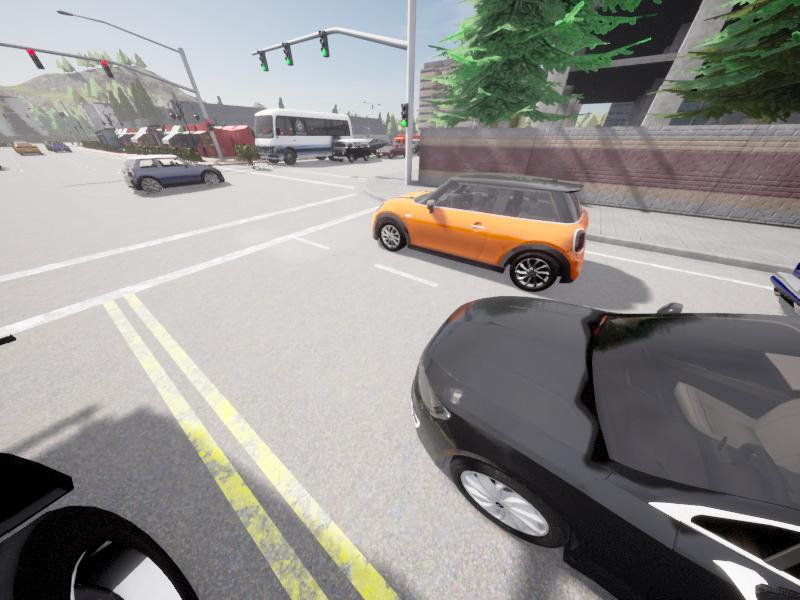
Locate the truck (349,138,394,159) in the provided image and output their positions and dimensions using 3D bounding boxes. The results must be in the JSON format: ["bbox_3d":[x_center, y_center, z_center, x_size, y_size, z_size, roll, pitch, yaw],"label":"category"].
[{"bbox_3d":[-3.668,-20.530,31.119,2.390,2.098,6.274,22,40,28],"label":"truck"}]

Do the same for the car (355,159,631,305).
[{"bbox_3d":[1.515,-1.895,5.059,4.553,1.767,2.097,22,41,28],"label":"car"}]

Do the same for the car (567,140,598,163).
[{"bbox_3d":[19.707,-16.079,24.910,1.905,1.878,3.866,22,41,28],"label":"car"}]

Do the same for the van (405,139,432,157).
[{"bbox_3d":[2.683,-22.217,33.656,1.775,1.987,4.442,22,41,28],"label":"van"}]

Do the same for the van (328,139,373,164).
[{"bbox_3d":[-5.049,-15.855,24.523,2.069,2.038,4.480,19,39,24],"label":"van"}]

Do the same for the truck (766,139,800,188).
[{"bbox_3d":[22.655,-6.918,11.473,2.615,2.467,5.204,22,41,28],"label":"truck"}]

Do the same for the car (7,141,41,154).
[{"bbox_3d":[-58.109,-23.553,35.667,4.792,1.488,2.163,22,41,28],"label":"car"}]

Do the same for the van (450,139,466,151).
[{"bbox_3d":[11.888,-31.733,47.229,1.775,1.987,4.442,17,38,22],"label":"van"}]

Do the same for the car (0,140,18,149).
[{"bbox_3d":[-85.519,-32.969,48.878,2.128,1.511,4.902,-8,36,-12],"label":"car"}]

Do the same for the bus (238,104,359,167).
[{"bbox_3d":[-9.333,-16.574,23.594,3.944,4.253,10.273,22,41,28],"label":"bus"}]

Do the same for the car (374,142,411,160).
[{"bbox_3d":[-0.866,-19.116,29.545,2.152,1.651,5.027,22,40,28],"label":"car"}]

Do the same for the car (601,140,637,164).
[{"bbox_3d":[22.119,-15.101,23.539,1.905,1.878,3.866,22,41,28],"label":"car"}]

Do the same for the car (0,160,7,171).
[{"bbox_3d":[-33.606,-11.123,18.189,4.792,1.488,2.163,22,41,28],"label":"car"}]

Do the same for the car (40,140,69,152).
[{"bbox_3d":[-61.058,-27.264,40.788,4.856,1.649,2.033,22,41,28],"label":"car"}]

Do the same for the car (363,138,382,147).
[{"bbox_3d":[-6.951,-39.891,58.600,4.605,1.855,1.932,22,41,28],"label":"car"}]

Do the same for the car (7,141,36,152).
[{"bbox_3d":[-63.716,-25.847,38.836,5.008,1.535,1.882,22,41,28],"label":"car"}]

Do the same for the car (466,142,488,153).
[{"bbox_3d":[14.060,-27.942,42.275,2.128,1.511,4.902,22,41,28],"label":"car"}]

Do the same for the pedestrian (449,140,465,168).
[{"bbox_3d":[4.589,-11.771,18.642,0.751,1.860,0.751,20,40,26],"label":"pedestrian"}]

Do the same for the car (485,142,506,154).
[{"bbox_3d":[16.781,-26.664,40.457,1.882,1.535,5.008,22,40,28],"label":"car"}]

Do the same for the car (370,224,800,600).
[{"bbox_3d":[2.365,1.036,1.164,4.892,1.490,1.837,22,41,28],"label":"car"}]

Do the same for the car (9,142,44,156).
[{"bbox_3d":[-52.588,-21.353,32.532,5.008,1.535,1.882,22,40,27],"label":"car"}]

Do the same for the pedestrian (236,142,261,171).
[{"bbox_3d":[-11.607,-11.044,17.771,0.751,1.860,0.751,3,35,4],"label":"pedestrian"}]

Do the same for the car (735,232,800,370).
[{"bbox_3d":[7.250,0.641,1.931,4.718,1.301,1.895,22,41,28],"label":"car"}]

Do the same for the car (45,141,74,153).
[{"bbox_3d":[-55.707,-25.026,37.781,4.193,1.474,1.816,22,41,28],"label":"car"}]

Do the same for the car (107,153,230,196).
[{"bbox_3d":[-11.549,-6.556,11.848,1.970,1.475,3.806,22,41,27],"label":"car"}]

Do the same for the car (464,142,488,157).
[{"bbox_3d":[11.189,-22.036,33.788,1.851,1.617,3.988,22,41,28],"label":"car"}]

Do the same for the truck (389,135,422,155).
[{"bbox_3d":[0.912,-24.495,36.453,2.627,2.467,5.204,22,41,28],"label":"truck"}]
